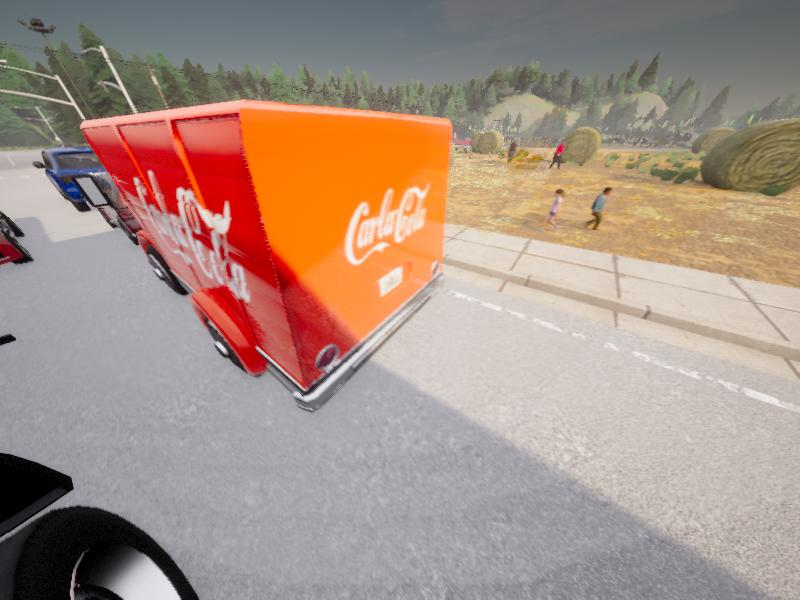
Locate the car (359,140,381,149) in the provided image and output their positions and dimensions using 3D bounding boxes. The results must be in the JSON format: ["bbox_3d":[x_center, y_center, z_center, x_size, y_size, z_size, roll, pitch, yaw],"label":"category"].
[{"bbox_3d":[-6.361,-33.498,49.752,1.882,1.535,5.008,22,41,29],"label":"car"}]

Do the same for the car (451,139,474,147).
[{"bbox_3d":[14.634,-37.050,54.361,4.514,1.525,2.007,25,43,31],"label":"car"}]

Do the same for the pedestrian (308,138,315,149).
[{"bbox_3d":[-17.981,-31.754,46.901,0.751,1.860,0.751,16,39,22],"label":"pedestrian"}]

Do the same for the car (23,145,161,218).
[{"bbox_3d":[-12.929,-5.205,9.706,5.566,2.045,2.150,22,41,28],"label":"car"}]

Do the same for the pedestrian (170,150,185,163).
[{"bbox_3d":[-23.157,-14.929,24.049,0.500,1.100,0.500,9,37,14],"label":"pedestrian"}]

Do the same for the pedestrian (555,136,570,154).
[{"bbox_3d":[20.504,-19.616,29.246,0.751,1.860,0.751,-1,36,0],"label":"pedestrian"}]

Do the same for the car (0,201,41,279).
[{"bbox_3d":[-10.382,-1.574,4.900,4.611,1.667,2.242,22,41,28],"label":"car"}]

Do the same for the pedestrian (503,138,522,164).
[{"bbox_3d":[9.695,-12.871,19.960,0.751,1.860,0.751,-11,37,-15],"label":"pedestrian"}]

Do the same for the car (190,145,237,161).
[{"bbox_3d":[-24.032,-19.135,29.939,1.816,1.474,4.193,22,42,29],"label":"car"}]

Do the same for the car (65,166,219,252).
[{"bbox_3d":[-7.477,-2.849,6.745,3.705,1.549,1.789,22,41,28],"label":"car"}]

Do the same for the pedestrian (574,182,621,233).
[{"bbox_3d":[5.074,-2.390,6.000,0.500,1.100,0.500,17,39,23],"label":"pedestrian"}]

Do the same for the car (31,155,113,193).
[{"bbox_3d":[-18.487,-7.209,13.037,3.633,1.501,1.845,22,41,28],"label":"car"}]

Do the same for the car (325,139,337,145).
[{"bbox_3d":[-23.719,-54.242,79.174,3.806,1.475,1.970,23,42,30],"label":"car"}]

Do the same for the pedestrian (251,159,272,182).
[{"bbox_3d":[-7.974,-7.469,13.316,0.500,1.100,0.500,18,39,24],"label":"pedestrian"}]

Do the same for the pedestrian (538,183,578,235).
[{"bbox_3d":[4.021,-2.319,5.913,0.500,1.100,0.500,20,40,26],"label":"pedestrian"}]

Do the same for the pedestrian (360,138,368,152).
[{"bbox_3d":[-5.631,-24.253,36.168,0.751,1.860,0.751,-18,39,-23],"label":"pedestrian"}]

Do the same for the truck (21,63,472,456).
[{"bbox_3d":[-2.134,-1.105,3.427,5.204,2.467,2.627,22,41,28],"label":"truck"}]

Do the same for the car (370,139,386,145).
[{"bbox_3d":[-6.534,-46.687,68.254,4.514,1.525,2.007,25,43,31],"label":"car"}]

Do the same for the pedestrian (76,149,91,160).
[{"bbox_3d":[-38.686,-17.797,28.258,0.500,1.100,0.500,-19,39,-24],"label":"pedestrian"}]

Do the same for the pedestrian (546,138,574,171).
[{"bbox_3d":[11.085,-10.124,16.088,0.751,1.860,0.751,-11,37,-14],"label":"pedestrian"}]
